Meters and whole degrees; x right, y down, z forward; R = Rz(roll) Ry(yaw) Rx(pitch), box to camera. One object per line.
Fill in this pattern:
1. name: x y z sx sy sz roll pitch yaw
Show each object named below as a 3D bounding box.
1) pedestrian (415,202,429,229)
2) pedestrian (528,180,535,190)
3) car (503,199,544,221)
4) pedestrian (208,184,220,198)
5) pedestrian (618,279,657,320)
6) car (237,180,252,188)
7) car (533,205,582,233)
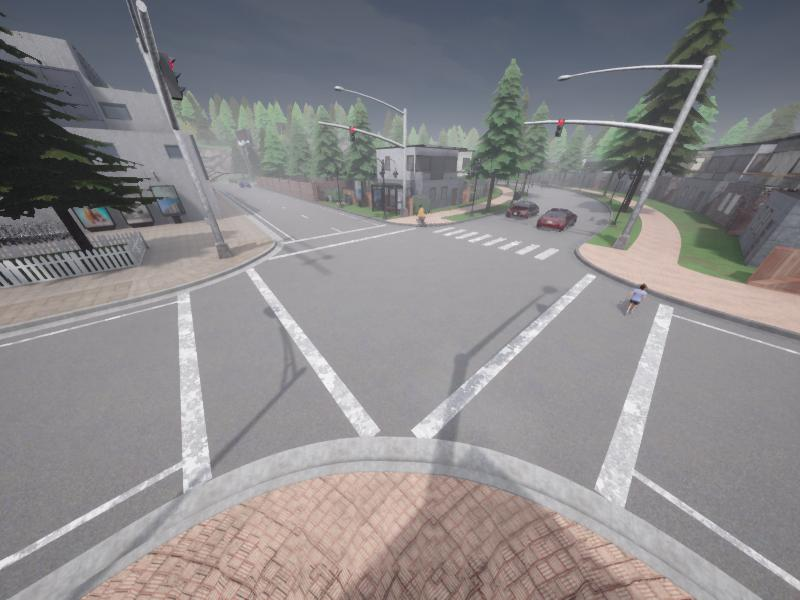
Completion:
1. pedestrian: 1.672 -6.554 17.992 0.751 1.860 0.751 -9 31 -15
2. pedestrian: 27.071 -23.636 47.558 0.751 1.860 0.751 12 32 20
3. car: 12.001 -8.806 22.412 1.994 1.385 4.181 25 39 37
4. pedestrian: -28.004 -16.399 34.758 0.751 1.860 0.751 -23 37 -34
5. pedestrian: 7.658 -0.025 7.462 0.500 1.100 0.500 -26 39 -38
6. car: -36.413 -27.167 54.095 2.007 1.525 4.514 -22 36 -33
7. car: 12.742 -6.618 18.622 4.181 1.385 1.994 -26 39 -37
